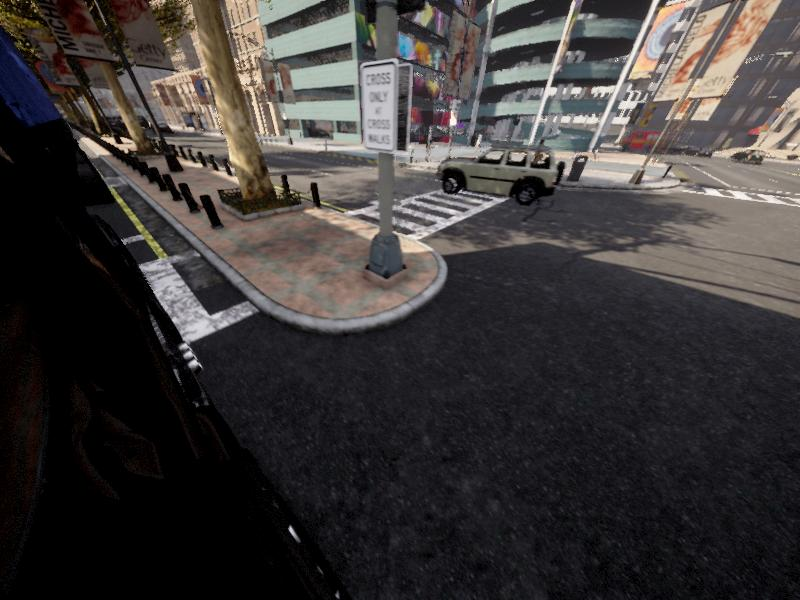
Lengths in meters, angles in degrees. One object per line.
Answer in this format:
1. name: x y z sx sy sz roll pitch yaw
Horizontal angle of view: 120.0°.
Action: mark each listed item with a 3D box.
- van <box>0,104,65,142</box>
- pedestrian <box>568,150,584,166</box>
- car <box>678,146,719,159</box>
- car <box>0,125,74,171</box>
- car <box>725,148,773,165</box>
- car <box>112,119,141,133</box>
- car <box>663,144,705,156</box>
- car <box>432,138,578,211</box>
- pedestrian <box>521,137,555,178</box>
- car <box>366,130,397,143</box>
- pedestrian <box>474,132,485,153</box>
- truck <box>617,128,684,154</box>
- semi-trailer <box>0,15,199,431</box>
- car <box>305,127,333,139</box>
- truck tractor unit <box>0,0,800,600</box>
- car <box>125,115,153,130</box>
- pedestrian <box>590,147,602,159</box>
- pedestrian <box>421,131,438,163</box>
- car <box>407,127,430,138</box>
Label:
1. van: -33.667 -16.219 21.168 6.366 2.431 2.351 28 44 30
2. pedestrian: 14.156 -11.435 18.596 0.500 1.100 0.500 -17 41 -25
3. car: 49.913 -24.818 38.783 1.994 1.385 4.181 8 37 7
4. car: -18.552 -7.635 11.445 4.792 1.488 2.163 28 44 30
5. car: 47.220 -19.526 31.392 1.789 1.549 3.705 17 39 18
6. car: -41.616 -26.453 35.115 4.892 1.490 1.837 29 44 30
7. car: 54.341 -28.818 44.339 2.128 1.511 4.902 0 37 -3
8. car: 3.858 -5.130 9.173 4.605 1.855 1.932 18 41 20
9. pedestrian: 7.522 -7.811 12.705 0.751 1.860 0.751 -19 42 -26
10. car: -2.987 -26.852 37.859 4.902 1.511 2.128 28 44 30
11. pedestrian: 8.994 -17.832 26.179 0.751 1.860 0.751 17 39 18
12. truck: 50.660 -32.662 47.246 2.891 3.827 8.468 -4 37 -9
13. semi-trailer: -8.568 -3.691 4.352 14.254 4.402 2.717 30 45 31
14. car: -14.475 -29.792 41.130 4.786 1.482 2.161 28 44 30
15. truck tractor unit: -2.645 -0.295 0.351 6.516 4.208 3.053 28 44 30
16. car: -49.626 -33.780 43.936 5.566 2.045 2.150 28 44 30
17. pedestrian: 21.174 -15.908 25.010 0.500 1.100 0.500 -29 47 -35
18. pedestrian: 2.112 -11.120 16.785 0.751 1.860 0.751 31 45 32
19. car: 4.726 -43.419 59.890 5.566 2.045 2.435 28 44 30
